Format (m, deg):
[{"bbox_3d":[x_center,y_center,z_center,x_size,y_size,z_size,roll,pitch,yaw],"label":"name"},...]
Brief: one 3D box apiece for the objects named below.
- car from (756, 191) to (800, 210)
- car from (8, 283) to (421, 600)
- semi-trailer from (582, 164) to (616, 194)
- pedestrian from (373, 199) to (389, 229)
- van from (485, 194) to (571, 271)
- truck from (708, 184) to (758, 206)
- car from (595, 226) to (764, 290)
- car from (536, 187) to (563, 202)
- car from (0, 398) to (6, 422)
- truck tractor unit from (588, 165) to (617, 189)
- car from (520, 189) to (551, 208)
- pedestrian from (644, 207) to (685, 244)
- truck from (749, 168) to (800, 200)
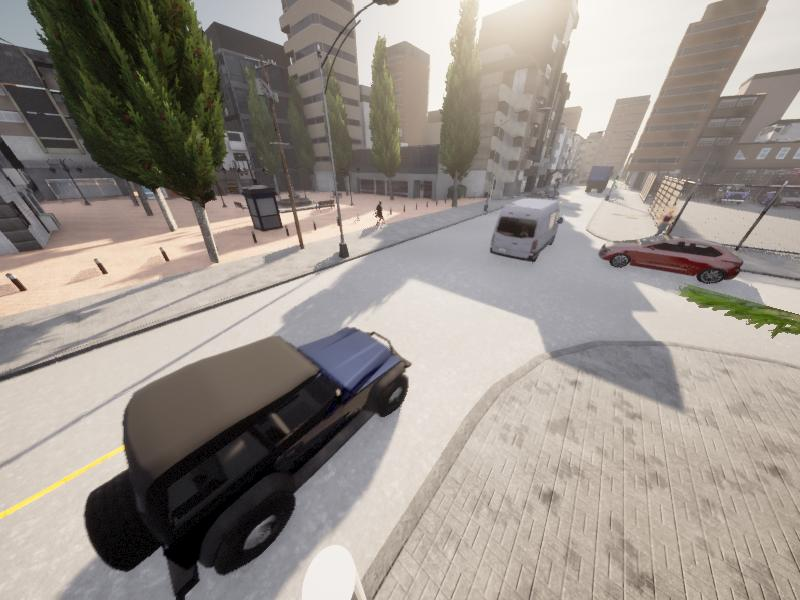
[{"bbox_3d":[43.557,-11.395,26.194,2.033,1.415,5.357,23,37,34],"label":"car"},{"bbox_3d":[-1.624,1.489,3.533,1.905,1.878,3.866,23,37,34],"label":"car"},{"bbox_3d":[37.731,-23.066,43.538,2.717,4.402,14.254,23,37,34],"label":"semi-trailer"},{"bbox_3d":[-1.371,-6.152,16.544,0.751,1.860,0.751,20,36,31],"label":"pedestrian"},{"bbox_3d":[6.871,-3.853,12.141,1.988,2.561,5.915,23,37,34],"label":"van"},{"bbox_3d":[40.630,-13.001,28.353,2.069,2.038,4.478,23,37,34],"label":"truck"},{"bbox_3d":[11.413,-2.025,10.039,4.193,1.474,1.816,21,36,32],"label":"car"},{"bbox_3d":[20.790,-14.739,32.166,1.994,1.385,4.181,24,38,36],"label":"car"},{"bbox_3d":[-8.385,2.406,1.956,1.932,1.855,4.605,23,37,34],"label":"car"},{"bbox_3d":[42.818,-26.015,48.836,3.053,4.208,6.516,23,37,34],"label":"truck tractor unit"},{"bbox_3d":[16.042,-12.014,27.288,2.007,1.525,4.514,23,37,34],"label":"car"},{"bbox_3d":[15.193,-4.305,13.328,0.751,1.860,0.751,17,34,27],"label":"pedestrian"},{"bbox_3d":[57.173,-16.093,32.057,8.468,3.827,2.891,23,37,34],"label":"truck"}]
